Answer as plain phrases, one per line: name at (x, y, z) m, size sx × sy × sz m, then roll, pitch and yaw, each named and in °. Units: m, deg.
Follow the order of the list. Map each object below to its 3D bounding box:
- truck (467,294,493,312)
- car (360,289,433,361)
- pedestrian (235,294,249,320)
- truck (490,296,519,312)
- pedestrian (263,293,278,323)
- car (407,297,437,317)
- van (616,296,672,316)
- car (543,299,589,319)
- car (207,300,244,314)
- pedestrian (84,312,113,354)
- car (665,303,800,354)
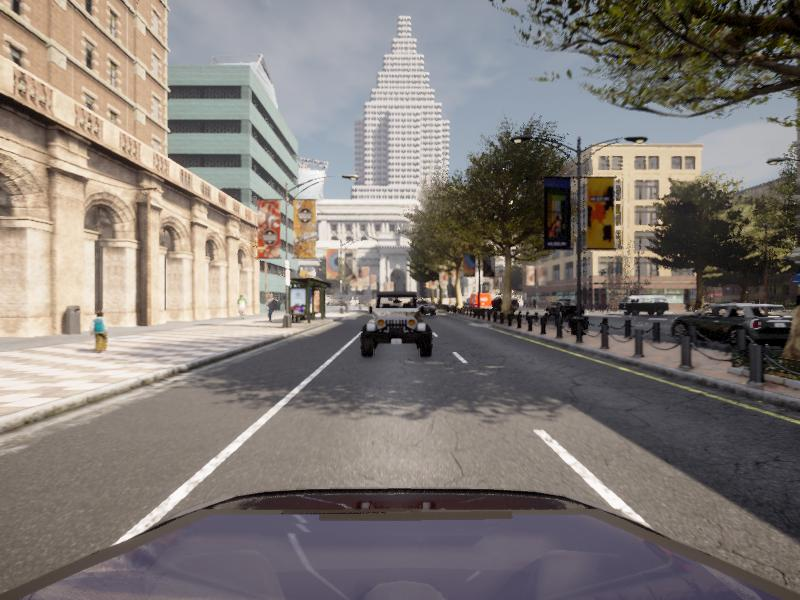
truck at (11.167, 0.373, 56.452) m, size 2.627 × 2.467 × 5.204 m, roll 0°, pitch 0°, yaw 0°
car at (-0.103, 0.650, 12.323) m, size 1.905 × 1.878 × 3.866 m, roll 0°, pitch 0°, yaw 0°
pedestrian at (-11.326, 0.494, 28.677) m, size 0.751 × 1.860 × 0.751 m, roll 0°, pitch 0°, yaw 2°
truck at (14.667, 0.557, 56.427) m, size 2.390 × 2.098 × 6.274 m, roll 0°, pitch 0°, yaw 0°
pedestrian at (-8.190, 0.493, 25.331) m, size 0.751 × 1.860 × 0.751 m, roll 0°, pitch 0°, yaw -8°
car at (2.102, 0.664, 39.798) m, size 1.932 × 1.855 × 4.605 m, roll 0°, pitch 0°, yaw -11°
van at (25.157, 0.583, 41.380) m, size 4.480 × 2.038 × 2.069 m, roll 0°, pitch 0°, yaw 3°
car at (14.774, 0.782, 36.023) m, size 1.930 × 1.638 × 5.238 m, roll 0°, pitch 0°, yaw 0°
car at (-19.592, 0.770, 45.180) m, size 2.161 × 1.482 × 4.786 m, roll 0°, pitch 0°, yaw 0°
pedestrian at (-8.077, 0.869, 10.735) m, size 0.500 × 1.100 × 0.500 m, roll 0°, pitch 0°, yaw -21°
car at (11.393, 0.857, 13.789) m, size 1.970 × 1.475 × 3.806 m, roll 0°, pitch 0°, yaw 0°
